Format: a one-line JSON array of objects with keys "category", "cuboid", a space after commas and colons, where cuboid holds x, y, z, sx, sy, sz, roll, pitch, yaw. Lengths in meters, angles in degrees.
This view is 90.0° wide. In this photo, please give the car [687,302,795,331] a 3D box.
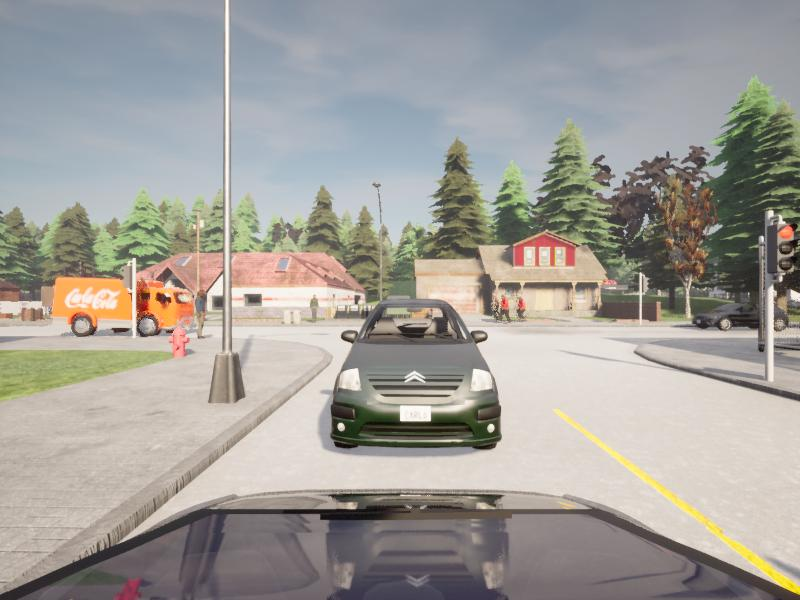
[{"category": "car", "cuboid": [18.033, 0.854, 21.315, 4.193, 1.474, 1.816, 0, 0, 1]}]

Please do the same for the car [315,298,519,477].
[{"category": "car", "cuboid": [0.190, 0.788, 5.622, 1.851, 1.617, 3.988, 0, 0, 1]}]

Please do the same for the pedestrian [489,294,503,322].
[{"category": "pedestrian", "cuboid": [6.412, 0.533, 26.652, 0.751, 1.860, 0.751, 0, 0, -1]}]

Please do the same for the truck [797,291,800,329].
[{"category": "truck", "cuboid": [25.345, 0.542, 21.160, 6.274, 2.098, 2.390, 0, 0, 1]}]

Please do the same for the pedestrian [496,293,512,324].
[{"category": "pedestrian", "cuboid": [6.364, 0.533, 24.476, 0.751, 1.860, 0.751, 0, 0, -6]}]

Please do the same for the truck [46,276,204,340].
[{"category": "truck", "cuboid": [-12.100, 0.324, 17.969, 5.204, 2.467, 2.627, 2, 0, 1]}]

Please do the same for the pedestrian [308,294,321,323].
[{"category": "pedestrian", "cuboid": [-5.507, 0.533, 25.747, 0.751, 1.860, 0.751, 0, 0, -13]}]

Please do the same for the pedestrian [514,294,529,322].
[{"category": "pedestrian", "cuboid": [8.112, 0.533, 26.702, 0.751, 1.860, 0.751, 0, 0, 1]}]

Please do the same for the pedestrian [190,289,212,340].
[{"category": "pedestrian", "cuboid": [-7.594, 0.534, 15.250, 0.751, 1.860, 0.751, 0, 0, -28]}]
